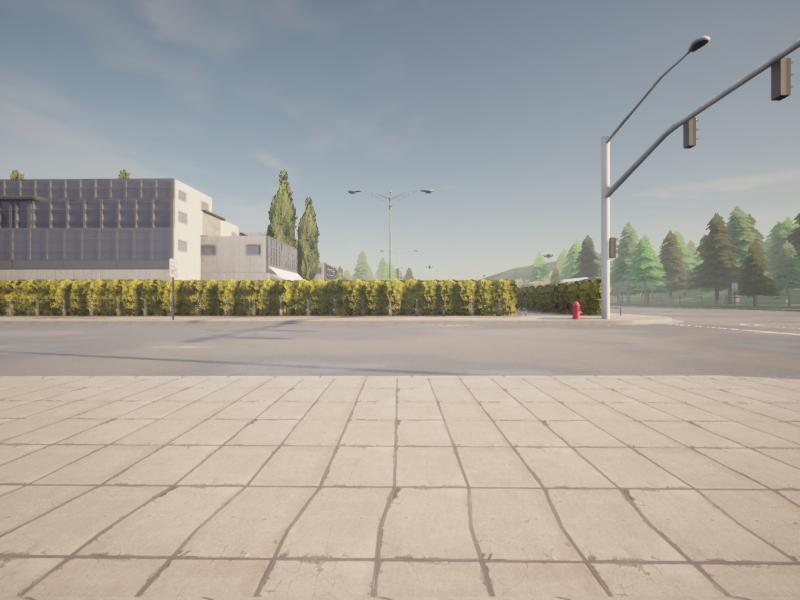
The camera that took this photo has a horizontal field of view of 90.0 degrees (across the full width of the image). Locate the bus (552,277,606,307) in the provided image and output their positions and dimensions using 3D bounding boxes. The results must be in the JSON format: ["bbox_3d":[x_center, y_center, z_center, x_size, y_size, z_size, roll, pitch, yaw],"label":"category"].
[{"bbox_3d":[27.085,-1.153,61.335,3.944,4.253,10.273,0,0,1],"label":"bus"}]

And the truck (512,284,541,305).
[{"bbox_3d":[23.953,-0.945,76.193,2.891,3.827,8.468,0,0,1],"label":"truck"}]
